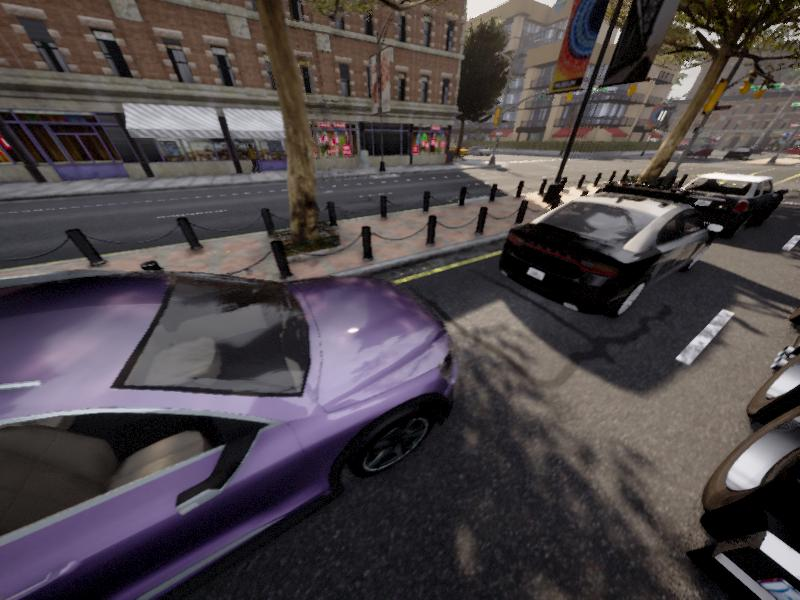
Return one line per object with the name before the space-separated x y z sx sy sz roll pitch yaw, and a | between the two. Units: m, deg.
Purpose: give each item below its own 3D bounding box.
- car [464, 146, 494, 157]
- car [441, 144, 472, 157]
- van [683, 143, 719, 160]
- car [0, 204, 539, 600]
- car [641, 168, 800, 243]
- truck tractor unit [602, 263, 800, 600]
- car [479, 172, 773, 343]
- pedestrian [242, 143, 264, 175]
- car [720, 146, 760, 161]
car | 13.343 -25.346 39.343 1.895 1.301 4.718 -18 39 -25
car | 9.464 -25.305 39.009 1.801 1.575 5.366 -18 39 -25
van | 45.191 -22.393 34.716 4.442 1.987 1.775 -18 39 -24
car | -1.796 0.704 1.554 4.856 1.649 2.033 -18 39 -24
car | 10.217 -3.157 7.311 3.806 1.475 1.970 -16 38 -22
truck tractor unit | 5.116 -0.292 0.797 6.516 4.208 3.053 -18 39 -24
car | 4.308 -1.296 4.455 5.238 1.638 1.930 -18 39 -24
pedestrian | -10.298 -9.916 16.230 0.751 1.860 0.751 -17 39 -23
car | 49.001 -21.186 33.312 5.238 1.638 1.930 -18 39 -24
